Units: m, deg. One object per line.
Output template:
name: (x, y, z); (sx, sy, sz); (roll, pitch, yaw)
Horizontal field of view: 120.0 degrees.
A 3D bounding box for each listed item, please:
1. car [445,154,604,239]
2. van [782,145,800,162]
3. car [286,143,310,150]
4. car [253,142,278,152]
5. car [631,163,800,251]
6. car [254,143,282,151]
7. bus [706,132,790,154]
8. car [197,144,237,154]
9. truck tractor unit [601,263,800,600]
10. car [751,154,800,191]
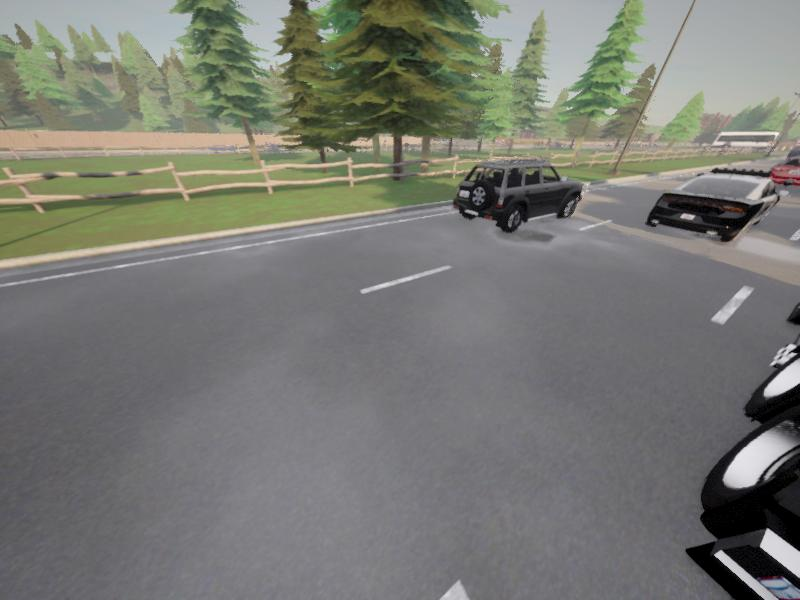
car: (3.996, -3.595, 7.577); (4.605, 1.855, 1.932); (-18, 39, -25)
van: (58.198, -21.264, 33.484); (4.442, 1.987, 1.775); (-18, 39, -24)
car: (-24.347, -36.715, 55.329); (4.718, 1.301, 1.895); (-18, 39, -25)
car: (-27.478, -31.186, 47.085); (3.988, 1.617, 1.851); (-18, 39, -24)
car: (10.051, -3.157, 7.225); (5.238, 1.638, 1.930); (-18, 39, -24)
car: (-28.479, -33.118, 49.962); (4.792, 1.488, 2.163); (-18, 39, -25)
bus: (85.512, -38.981, 57.257); (3.944, 4.253, 10.273); (-18, 39, -24)
car: (-32.530, -27.127, 41.386); (5.357, 1.411, 2.033); (-18, 39, -25)
truck tractor unit: (5.120, -0.291, 0.784); (6.516, 4.208, 3.053); (-18, 40, -24)
car: (24.477, -7.861, 14.121); (4.611, 1.667, 2.242); (-18, 39, -24)
